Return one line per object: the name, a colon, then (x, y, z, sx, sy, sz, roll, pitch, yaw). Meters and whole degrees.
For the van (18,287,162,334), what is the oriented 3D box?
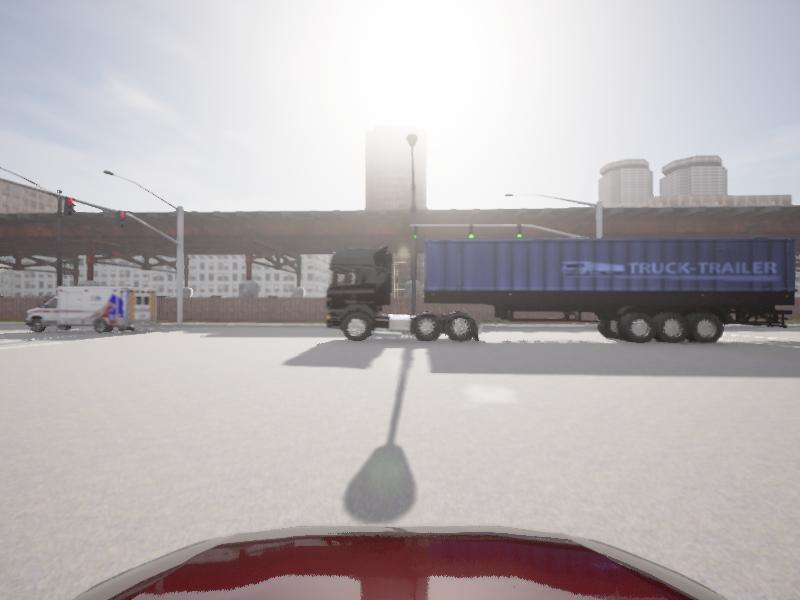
van: (-17.006, 0.545, 22.175, 6.366, 2.431, 2.351, 0, 0, 4)

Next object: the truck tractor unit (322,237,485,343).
truck tractor unit: (0.205, -0.387, 17.497, 6.516, 4.208, 3.053, 0, -1, 4)

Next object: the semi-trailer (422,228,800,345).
semi-trailer: (8.101, -0.495, 16.938, 14.254, 4.402, 2.717, 0, 0, 4)
